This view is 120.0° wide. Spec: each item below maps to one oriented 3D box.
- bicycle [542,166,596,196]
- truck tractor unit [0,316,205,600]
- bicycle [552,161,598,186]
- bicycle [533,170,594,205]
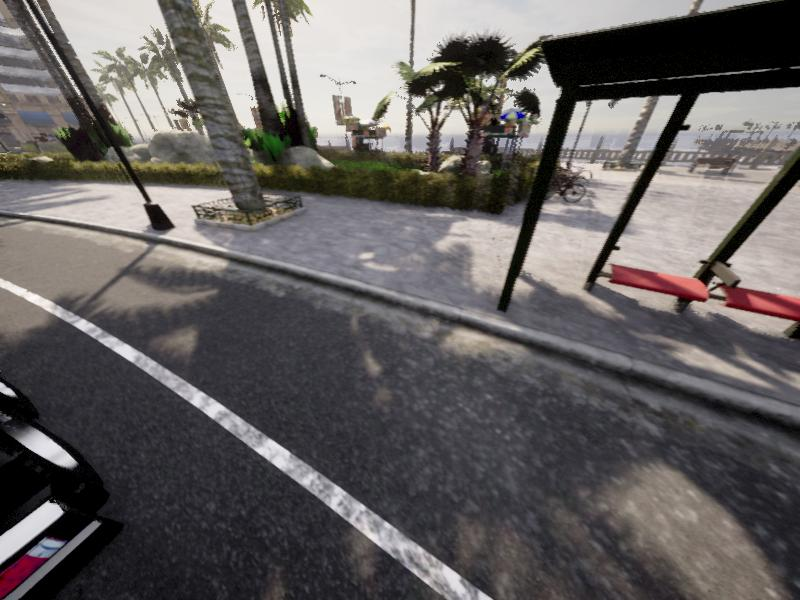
[{"bbox_3d":[7.450,-5.312,10.277,1.643,1.024,0.373,23,41,29],"label":"bicycle"},{"bbox_3d":[-5.201,-0.199,0.644,6.516,4.208,3.053,15,38,20],"label":"truck tractor unit"},{"bbox_3d":[9.234,-6.723,12.259,1.643,1.024,0.373,23,41,29],"label":"bicycle"},{"bbox_3d":[6.260,-4.371,8.955,1.643,1.024,0.373,23,41,29],"label":"bicycle"}]
